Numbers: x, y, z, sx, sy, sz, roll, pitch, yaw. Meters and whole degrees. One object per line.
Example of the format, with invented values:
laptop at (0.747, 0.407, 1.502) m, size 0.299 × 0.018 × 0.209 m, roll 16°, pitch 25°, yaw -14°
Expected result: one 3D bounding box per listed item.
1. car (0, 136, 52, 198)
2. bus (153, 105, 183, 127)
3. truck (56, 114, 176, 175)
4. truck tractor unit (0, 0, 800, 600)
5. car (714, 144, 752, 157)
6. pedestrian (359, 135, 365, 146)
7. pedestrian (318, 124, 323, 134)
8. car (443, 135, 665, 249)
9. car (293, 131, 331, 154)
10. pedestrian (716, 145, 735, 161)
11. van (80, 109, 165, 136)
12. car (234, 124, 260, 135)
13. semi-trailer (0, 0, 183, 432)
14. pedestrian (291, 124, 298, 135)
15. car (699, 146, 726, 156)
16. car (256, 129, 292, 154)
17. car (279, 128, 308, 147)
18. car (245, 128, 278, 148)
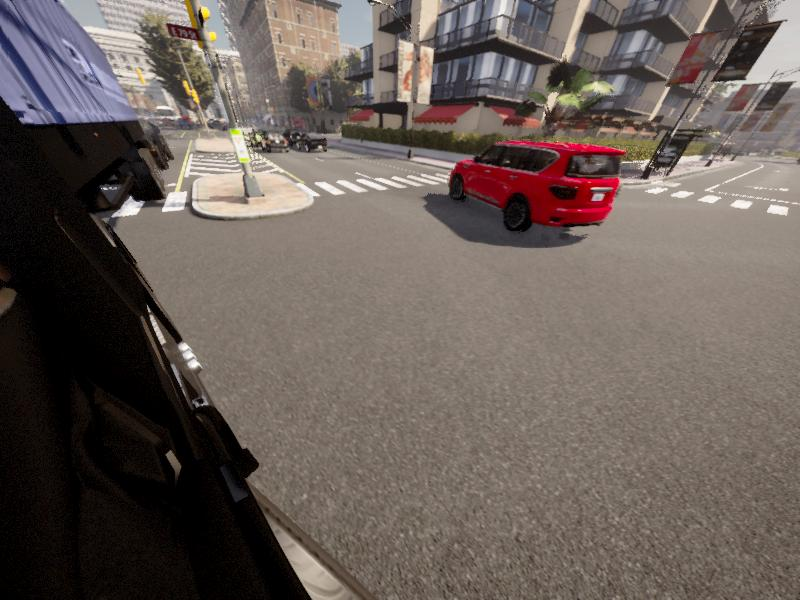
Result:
car at (-13.933, -4.212, 7.245) m, size 1.994 × 1.385 × 4.181 m, roll -20°, pitch 42°, yaw -28°
bus at (-65.468, -52.120, 65.583) m, size 3.944 × 4.253 × 10.273 m, roll -21°, pitch 43°, yaw -28°
truck at (-13.946, -8.244, 12.036) m, size 2.390 × 2.098 × 6.274 m, roll -21°, pitch 43°, yaw -28°
truck tractor unit at (-2.645, -0.295, 0.351) m, size 6.516 × 4.208 × 3.053 m, roll 28°, pitch 44°, yaw 30°
car at (74.335, -33.451, 51.731) m, size 2.150 × 2.045 × 5.566 m, roll 17°, pitch 39°, yaw 18°
pedestrian at (-4.660, -19.378, 28.110) m, size 0.500 × 1.100 × 0.500 m, roll -21°, pitch 43°, yaw -28°
pedestrian at (-20.227, -43.597, 58.887) m, size 0.751 × 1.860 × 0.751 m, roll -21°, pitch 43°, yaw -28°
car at (3.675, -3.794, 7.287) m, size 2.150 × 2.045 × 5.566 m, roll -8°, pitch 38°, yaw -15°
car at (-8.615, -15.327, 22.384) m, size 1.837 × 1.490 × 4.892 m, roll -21°, pitch 43°, yaw -28°
pedestrian at (47.346, -21.365, 33.597) m, size 0.751 × 1.860 × 0.751 m, roll -22°, pitch 43°, yaw -30°
van at (-35.669, -23.032, 30.127) m, size 6.366 × 2.431 × 2.351 m, roll -21°, pitch 43°, yaw -28°
car at (-29.346, -32.761, 44.335) m, size 3.633 × 1.501 × 1.845 m, roll -21°, pitch 43°, yaw -29°
semi-trailer at (-7.861, -4.070, 4.903) m, size 2.717 × 4.402 × 14.254 m, roll -24°, pitch 45°, yaw -31°
pedestrian at (-22.946, -37.143, 50.313) m, size 0.751 × 1.860 × 0.751 m, roll 31°, pitch 45°, yaw 32°
car at (70.854, -33.820, 52.420) m, size 1.851 × 1.617 × 3.988 m, roll 17°, pitch 39°, yaw 18°
car at (-11.140, -13.935, 20.301) m, size 1.789 × 1.549 × 3.705 m, roll -21°, pitch 43°, yaw -28°
car at (-12.192, -18.608, 26.448) m, size 1.851 × 1.617 × 3.988 m, roll -21°, pitch 43°, yaw -28°
car at (-14.639, -17.083, 24.310) m, size 2.007 × 1.525 × 4.514 m, roll -21°, pitch 43°, yaw -28°
